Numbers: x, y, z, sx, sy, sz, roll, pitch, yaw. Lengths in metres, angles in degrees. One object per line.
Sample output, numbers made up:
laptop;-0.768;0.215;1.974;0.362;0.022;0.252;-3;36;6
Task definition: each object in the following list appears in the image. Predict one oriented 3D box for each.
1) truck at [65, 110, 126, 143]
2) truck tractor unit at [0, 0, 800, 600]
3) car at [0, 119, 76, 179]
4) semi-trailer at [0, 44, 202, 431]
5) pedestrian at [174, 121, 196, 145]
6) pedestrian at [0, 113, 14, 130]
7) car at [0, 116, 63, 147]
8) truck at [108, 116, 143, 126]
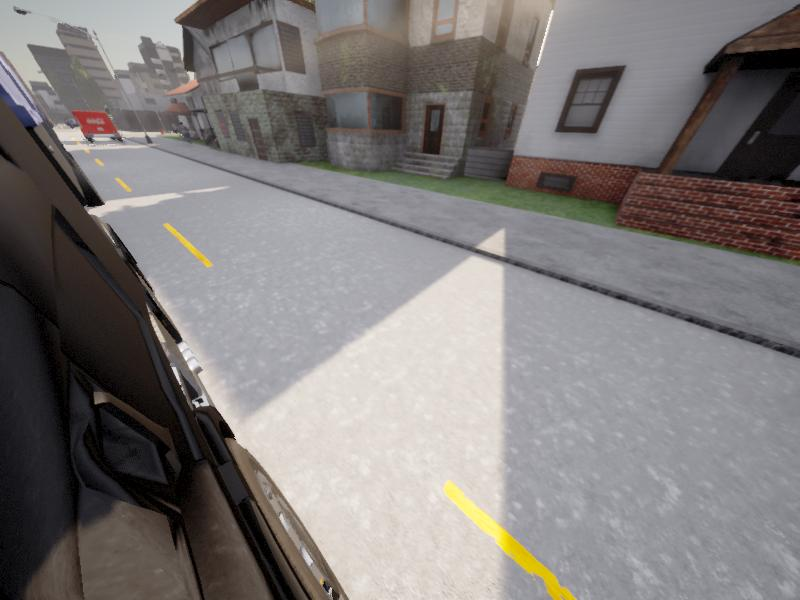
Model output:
truck;-31.555;-18.002;23.980;5.204;2.467;2.627;27;43;30
truck tractor unit;-2.645;-0.295;0.351;6.516;4.208;3.053;28;44;30
car;-16.955;-6.923;10.408;4.605;1.855;1.932;28;44;30
semi-trailer;-8.705;-3.582;4.247;14.254;4.402;2.717;28;44;30
pedestrian;-21.276;-16.543;22.876;0.751;1.860;0.751;26;43;28
pedestrian;-56.638;-25.452;32.918;0.751;1.860;0.751;24;42;27
car;-30.151;-13.896;19.036;3.866;1.878;1.905;28;44;30
truck;-82.447;-53.684;69.394;2.390;2.098;6.274;28;44;30
